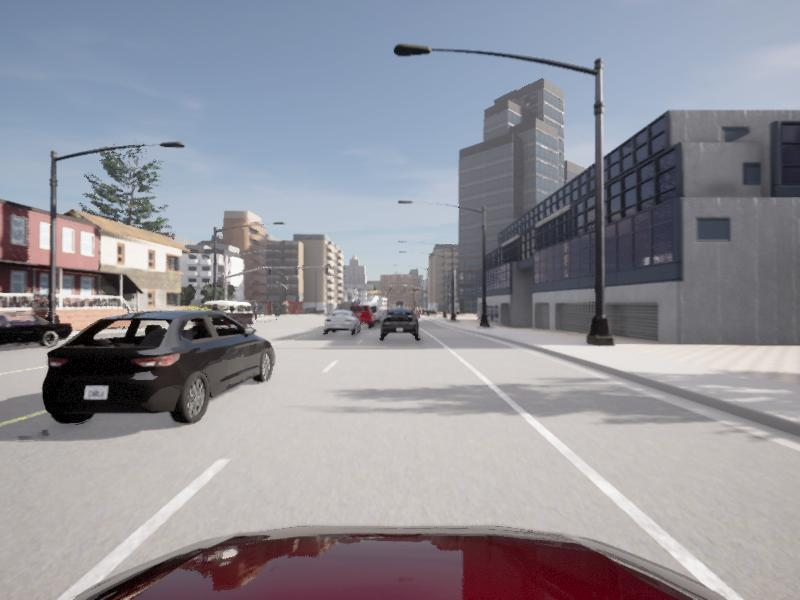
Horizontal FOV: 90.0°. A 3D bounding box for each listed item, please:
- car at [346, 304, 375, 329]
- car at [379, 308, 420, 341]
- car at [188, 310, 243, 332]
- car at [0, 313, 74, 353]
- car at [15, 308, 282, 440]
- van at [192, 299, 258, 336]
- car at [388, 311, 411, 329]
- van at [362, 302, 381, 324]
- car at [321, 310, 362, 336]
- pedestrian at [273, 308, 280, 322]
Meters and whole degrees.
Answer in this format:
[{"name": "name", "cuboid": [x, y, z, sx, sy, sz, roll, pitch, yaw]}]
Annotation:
[{"name": "car", "cuboid": [-3.535, 1.501, 36.846, 2.150, 2.045, 5.566, 0, -2, 0]}, {"name": "car", "cuboid": [-0.014, 1.186, 20.484, 1.837, 1.490, 4.892, 0, -2, 0]}, {"name": "car", "cuboid": [-14.017, 1.550, 30.717, 1.882, 1.535, 5.008, 0, -2, 0]}, {"name": "car", "cuboid": [-14.004, 1.100, 13.672, 1.895, 1.301, 4.718, 0, -1, 0]}, {"name": "car", "cuboid": [-3.512, 0.894, 6.699, 1.816, 1.474, 4.193, 0, -1, 0]}, {"name": "van", "cuboid": [-10.512, 1.058, 24.469, 2.069, 2.038, 4.480, 0, -2, 0]}, {"name": "car", "cuboid": [-0.026, 1.710, 35.271, 1.882, 1.535, 5.008, 0, -2, 0]}, {"name": "van", "cuboid": [-3.548, 1.573, 50.688, 1.988, 2.561, 5.915, 0, -1, 0]}, {"name": "car", "cuboid": [-3.518, 1.370, 24.833, 1.812, 1.442, 4.674, 0, -2, 0]}, {"name": "pedestrian", "cuboid": [-16.196, 1.935, 52.472, 0.751, 1.860, 0.751, 0, -1, -34]}]
